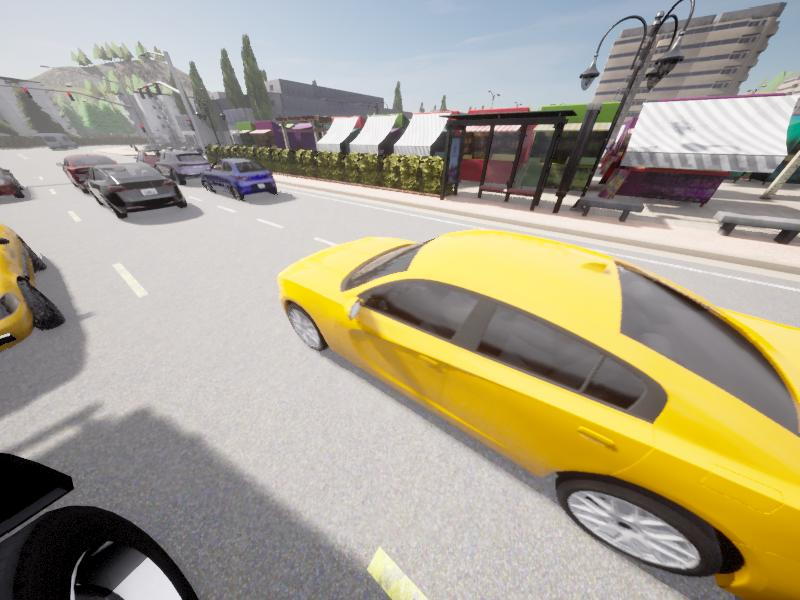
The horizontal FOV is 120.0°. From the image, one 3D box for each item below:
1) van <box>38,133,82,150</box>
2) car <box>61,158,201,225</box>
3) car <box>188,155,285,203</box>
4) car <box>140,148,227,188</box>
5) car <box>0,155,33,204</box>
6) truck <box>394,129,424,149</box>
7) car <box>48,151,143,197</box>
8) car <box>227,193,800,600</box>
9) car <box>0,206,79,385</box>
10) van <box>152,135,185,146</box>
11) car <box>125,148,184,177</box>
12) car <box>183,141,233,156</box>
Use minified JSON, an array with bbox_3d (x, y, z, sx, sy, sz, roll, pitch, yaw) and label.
[{"bbox_3d":[-66.634,-31.186,45.473,1.988,2.561,5.915,-16,38,-21],"label":"van"},{"bbox_3d":[-9.979,-4.236,8.570,4.792,1.488,2.163,22,41,28],"label":"car"},{"bbox_3d":[-7.552,-5.696,10.664,4.193,1.474,1.816,22,41,28],"label":"car"},{"bbox_3d":[-12.864,-7.965,13.715,4.856,1.649,2.033,23,41,28],"label":"car"},{"bbox_3d":[-18.264,-5.190,9.868,4.792,1.488,2.163,23,41,29],"label":"car"},{"bbox_3d":[2.290,-39.688,56.919,2.891,3.827,8.468,23,41,29],"label":"truck"},{"bbox_3d":[-15.546,-6.563,11.786,5.008,1.535,1.882,23,41,28],"label":"car"},{"bbox_3d":[0.697,0.107,2.432,5.008,1.535,1.882,21,40,28],"label":"car"},{"bbox_3d":[-6.751,-0.443,3.135,5.366,1.575,1.801,22,40,29],"label":"car"},{"bbox_3d":[-67.686,-46.790,67.733,2.351,2.431,6.366,7,36,10],"label":"van"},{"bbox_3d":[-17.702,-10.005,16.663,3.633,1.501,1.845,25,42,31],"label":"car"},{"bbox_3d":[-28.201,-22.376,34.064,2.152,1.651,5.027,25,42,31],"label":"car"}]
